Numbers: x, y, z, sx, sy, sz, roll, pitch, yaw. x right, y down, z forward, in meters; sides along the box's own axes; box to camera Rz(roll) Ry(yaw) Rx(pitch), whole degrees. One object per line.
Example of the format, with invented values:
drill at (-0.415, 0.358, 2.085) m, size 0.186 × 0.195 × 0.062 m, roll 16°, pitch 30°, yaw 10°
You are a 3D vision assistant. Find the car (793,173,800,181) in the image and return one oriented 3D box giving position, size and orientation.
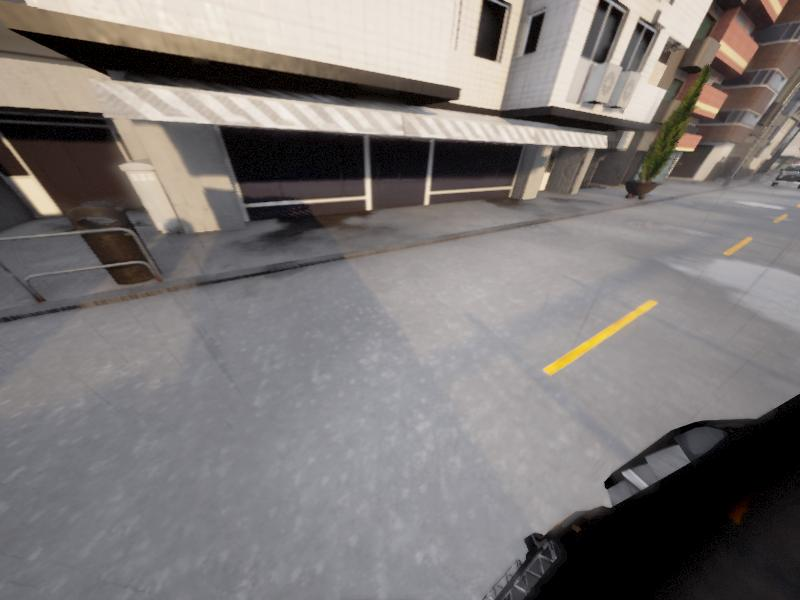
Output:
car at (57.280, -17.336, 31.935) m, size 4.792 × 1.488 × 2.163 m, roll -16°, pitch 38°, yaw -26°

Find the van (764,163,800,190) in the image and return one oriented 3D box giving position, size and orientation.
van at (37.809, -11.860, 22.059) m, size 4.480 × 2.038 × 2.069 m, roll -17°, pitch 38°, yaw -26°
